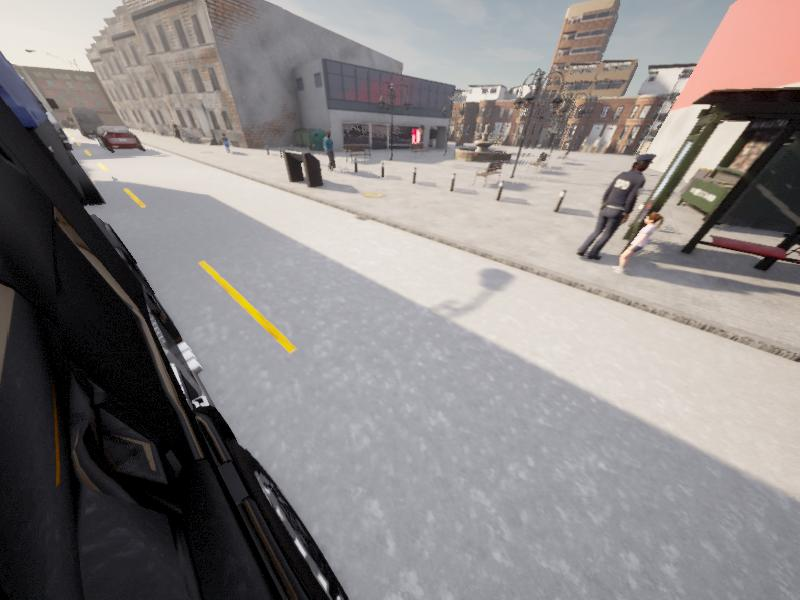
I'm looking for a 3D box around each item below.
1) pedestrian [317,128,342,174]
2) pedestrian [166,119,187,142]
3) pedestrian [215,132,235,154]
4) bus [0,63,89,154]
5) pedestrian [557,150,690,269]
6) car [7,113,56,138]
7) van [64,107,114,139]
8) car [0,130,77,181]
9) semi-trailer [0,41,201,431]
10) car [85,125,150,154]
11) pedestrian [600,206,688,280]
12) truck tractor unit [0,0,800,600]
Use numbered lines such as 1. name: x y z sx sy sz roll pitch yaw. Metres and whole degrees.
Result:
1. pedestrian: -3.531 -7.484 11.654 0.751 1.860 0.751 -24 44 -31
2. pedestrian: -22.483 -17.032 23.271 0.751 1.860 0.751 30 45 32
3. pedestrian: -13.015 -11.742 17.241 0.751 1.300 0.751 -17 41 -24
4. bus: -26.913 -13.268 16.197 10.273 4.253 3.944 28 44 30
5. pedestrian: 3.898 -1.615 4.261 0.751 1.860 0.751 -7 38 -13
6. car: -37.973 -18.055 23.899 3.866 1.878 1.905 28 44 30
7. van: -34.600 -19.664 25.708 5.915 2.561 1.988 28 44 30
8. car: -16.693 -6.602 10.292 5.357 1.411 2.033 28 44 30
9. semi-trailer: -8.685 -3.608 4.249 14.254 4.402 2.717 28 44 30
10. car: -21.179 -12.124 17.325 4.792 1.488 2.163 28 44 30
11. pedestrian: 4.262 -1.005 4.104 0.500 1.100 0.500 -16 41 -24
12. truck tractor unit: -2.645 -0.295 0.351 6.516 4.208 3.053 28 44 30
